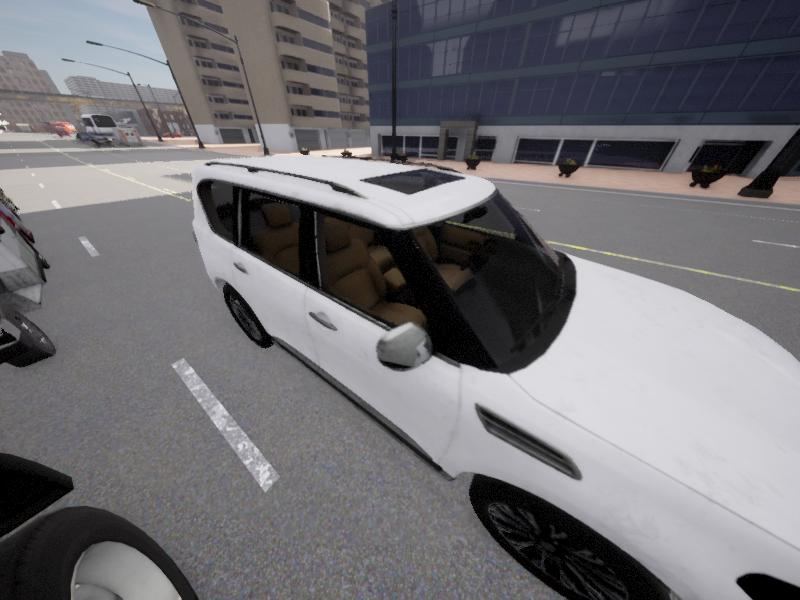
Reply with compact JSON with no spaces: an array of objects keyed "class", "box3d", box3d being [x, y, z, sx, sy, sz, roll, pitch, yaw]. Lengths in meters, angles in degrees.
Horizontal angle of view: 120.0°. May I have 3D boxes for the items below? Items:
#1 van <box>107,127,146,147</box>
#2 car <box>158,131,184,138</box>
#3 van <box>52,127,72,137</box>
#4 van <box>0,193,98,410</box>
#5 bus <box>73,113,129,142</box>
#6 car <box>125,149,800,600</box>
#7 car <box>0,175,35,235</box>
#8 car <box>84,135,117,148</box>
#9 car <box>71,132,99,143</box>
[{"class":"van","box3d":[-46.767,-27.891,39.540,6.366,2.431,2.351,24,42,27]},{"class":"car","box3d":[-67.137,-48.568,67.799,2.242,1.667,4.611,24,42,29]},{"class":"van","box3d":[-83.090,-41.259,56.783,4.442,1.987,1.775,24,42,29]},{"class":"van","box3d":[-6.907,-0.728,2.806,6.366,2.431,2.351,22,41,28]},{"class":"bus","box3d":[-59.467,-34.257,45.968,10.273,4.253,3.944,24,41,27]},{"class":"car","box3d":[-0.013,-0.213,2.432,5.566,2.045,2.150,23,41,28]},{"class":"car","box3d":[-13.349,-3.032,6.817,4.902,1.511,2.128,23,41,28]},{"class":"car","box3d":[-48.008,-25.491,37.049,4.902,1.511,2.128,24,42,27]},{"class":"car","box3d":[-58.716,-30.303,43.015,5.357,1.411,2.033,24,42,27]}]
